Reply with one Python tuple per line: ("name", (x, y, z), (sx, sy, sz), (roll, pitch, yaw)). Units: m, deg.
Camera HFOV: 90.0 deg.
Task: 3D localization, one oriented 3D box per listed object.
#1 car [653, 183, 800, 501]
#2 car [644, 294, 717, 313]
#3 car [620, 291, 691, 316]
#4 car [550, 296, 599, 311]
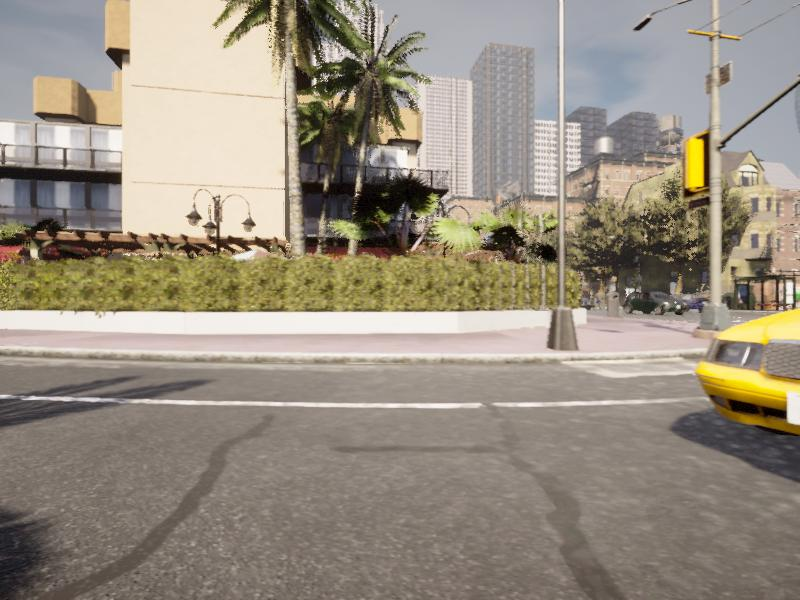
("car", (4.562, 0.204, 2.722), (5.366, 1.575, 1.801), (0, 0, -18))
("car", (23.138, 0.286, 33.268), (2.163, 1.488, 4.792), (0, 0, -11))
("car", (17.178, 0.218, 27.118), (1.851, 1.617, 3.988), (0, 0, -11))
("car", (17.996, 0.342, 41.654), (2.033, 1.411, 5.357), (0, 0, -11))
